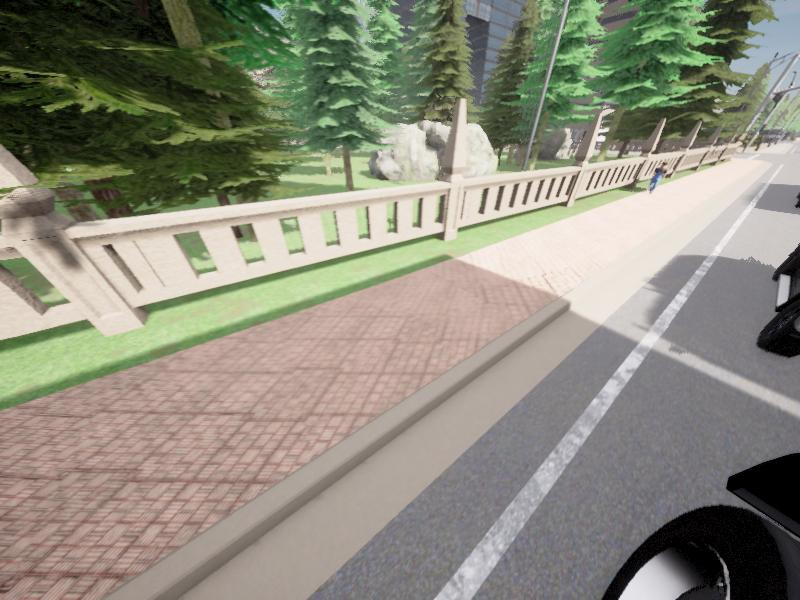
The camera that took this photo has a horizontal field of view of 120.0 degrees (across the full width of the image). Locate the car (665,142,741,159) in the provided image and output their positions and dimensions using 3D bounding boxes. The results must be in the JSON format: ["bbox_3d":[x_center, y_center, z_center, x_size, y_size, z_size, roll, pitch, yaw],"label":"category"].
[{"bbox_3d":[37.412,-18.730,28.772,1.801,1.575,5.366,-19,39,-24],"label":"car"}]

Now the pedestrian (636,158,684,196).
[{"bbox_3d":[11.002,-5.247,9.818,0.751,1.300,0.751,-22,41,-28],"label":"pedestrian"}]

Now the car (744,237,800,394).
[{"bbox_3d":[6.451,-0.257,2.589,4.605,1.855,1.932,-22,41,-28],"label":"car"}]

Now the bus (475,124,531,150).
[{"bbox_3d":[22.305,-36.146,51.257,3.944,4.253,10.273,-22,41,-28],"label":"bus"}]

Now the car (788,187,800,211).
[{"bbox_3d":[16.218,-4.100,8.254,3.633,1.501,1.845,-22,41,-28],"label":"car"}]
